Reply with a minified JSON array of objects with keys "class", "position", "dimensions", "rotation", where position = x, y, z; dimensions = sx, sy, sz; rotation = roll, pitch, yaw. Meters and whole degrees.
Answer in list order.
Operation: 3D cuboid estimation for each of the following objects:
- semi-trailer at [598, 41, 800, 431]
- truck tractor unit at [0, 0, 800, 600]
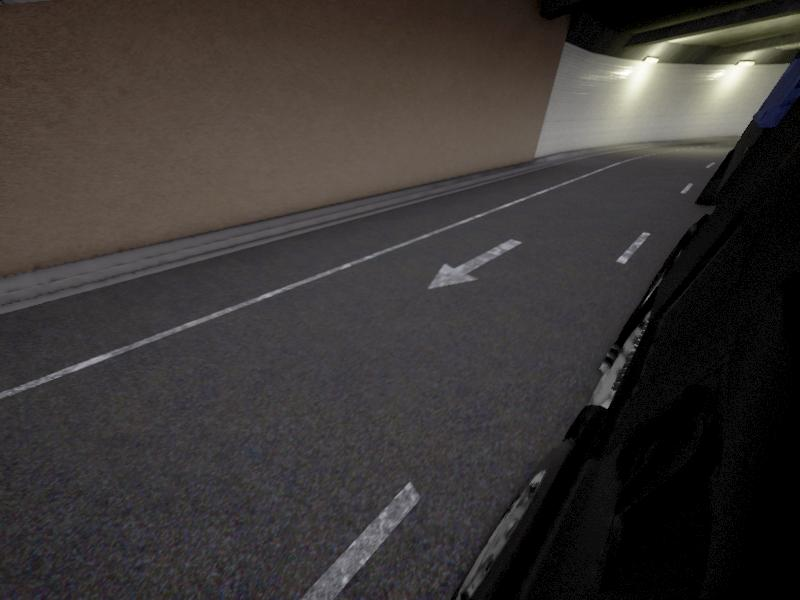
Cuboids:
[{"class":"semi-trailer","position":[8.687,-3.606,4.248],"dimensions":[14.254,4.402,2.717],"rotation":[-28,44,-30]},{"class":"truck tractor unit","position":[2.645,-0.295,0.351],"dimensions":[6.516,4.208,3.053],"rotation":[-28,44,-30]}]
